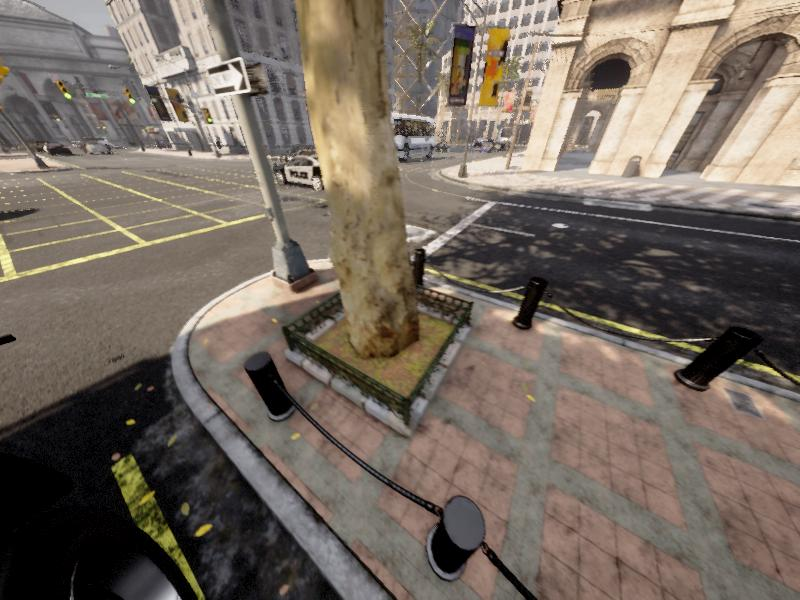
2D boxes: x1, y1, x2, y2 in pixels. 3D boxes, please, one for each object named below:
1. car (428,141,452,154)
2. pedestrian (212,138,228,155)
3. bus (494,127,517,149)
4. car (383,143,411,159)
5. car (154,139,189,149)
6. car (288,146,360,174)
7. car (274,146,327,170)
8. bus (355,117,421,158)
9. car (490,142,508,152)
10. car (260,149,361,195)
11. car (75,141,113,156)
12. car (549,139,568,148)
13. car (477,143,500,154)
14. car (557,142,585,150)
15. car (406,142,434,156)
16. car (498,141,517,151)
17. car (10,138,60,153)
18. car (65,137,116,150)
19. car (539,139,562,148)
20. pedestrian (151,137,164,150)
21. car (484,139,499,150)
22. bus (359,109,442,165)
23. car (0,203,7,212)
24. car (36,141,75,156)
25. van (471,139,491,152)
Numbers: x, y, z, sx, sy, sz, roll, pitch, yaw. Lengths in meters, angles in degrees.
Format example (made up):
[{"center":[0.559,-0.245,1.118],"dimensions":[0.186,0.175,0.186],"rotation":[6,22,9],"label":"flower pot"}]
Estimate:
[{"center":[7.007,-26.358,39.885],"dimensions":[1.930,1.638,5.238],"rotation":[21,40,27],"label":"car"},{"center":[-24.208,-20.657,31.091],"dimensions":[0.751,1.860,0.751],"rotation":[17,39,23],"label":"pedestrian"},{"center":[27.014,-41.456,59.148],"dimensions":[3.944,4.253,10.273],"rotation":[13,37,17],"label":"bus"},{"center":[-0.331,-19.933,30.758],"dimensions":[1.851,1.617,3.988],"rotation":[21,40,26],"label":"car"},{"center":[-49.591,-33.985,50.295],"dimensions":[2.033,1.649,4.856],"rotation":[21,40,27],"label":"car"},{"center":[-5.915,-11.530,18.834],"dimensions":[1.801,1.575,5.366],"rotation":[25,42,31],"label":"car"},{"center":[-8.641,-12.574,20.322],"dimensions":[1.789,1.549,3.705],"rotation":[21,40,26],"label":"car"},{"center":[-1.350,-23.674,33.759],"dimensions":[3.944,4.253,10.273],"rotation":[21,40,27],"label":"bus"},{"center":[19.049,-29.420,44.407],"dimensions":[2.007,1.525,4.514],"rotation":[21,40,27],"label":"car"},{"center":[-4.809,-6.979,12.338],"dimensions":[5.238,1.638,1.930],"rotation":[21,40,27],"label":"car"},{"center":[-44.869,-22.286,33.876],"dimensions":[5.027,1.651,2.152],"rotation":[21,40,27],"label":"car"},{"center":[44.816,-44.290,65.362],"dimensions":[3.866,1.878,1.905],"rotation":[21,40,27],"label":"car"},{"center":[15.339,-26.198,39.855],"dimensions":[2.163,1.488,4.792],"rotation":[21,40,27],"label":"car"},{"center":[41.755,-37.829,56.645],"dimensions":[5.027,1.651,2.152],"rotation":[13,37,17],"label":"car"},{"center":[3.086,-22.967,35.025],"dimensions":[2.242,1.667,4.611],"rotation":[21,40,26],"label":"car"},{"center":[22.878,-32.794,49.133],"dimensions":[2.152,1.651,5.027],"rotation":[21,40,27],"label":"car"},{"center":[-56.164,-23.774,35.579],"dimensions":[4.605,1.855,1.932],"rotation":[8,36,10],"label":"car"},{"center":[-61.404,-31.277,46.033],"dimensions":[2.150,2.045,5.566],"rotation":[21,40,27],"label":"car"},{"center":[41.356,-43.080,63.618],"dimensions":[4.605,1.855,1.932],"rotation":[12,37,16],"label":"car"},{"center":[-43.362,-28.016,41.387],"dimensions":[0.751,1.860,0.751],"rotation":[22,41,28],"label":"pedestrian"},{"center":[20.111,-34.134,50.779],"dimensions":[1.905,1.878,3.866],"rotation":[21,40,27],"label":"car"},{"center":[0.481,-18.154,25.948],"dimensions":[3.944,4.253,10.273],"rotation":[21,40,26],"label":"bus"},{"center":[-15.569,-2.964,6.667],"dimensions":[3.633,1.501,1.845],"rotation":[-14,37,-19],"label":"car"},{"center":[-47.100,-20.740,31.598],"dimensions":[4.974,1.542,2.038],"rotation":[21,40,27],"label":"car"},{"center":[16.052,-30.684,45.732],"dimensions":[2.069,2.038,4.480],"rotation":[21,40,27],"label":"van"}]
